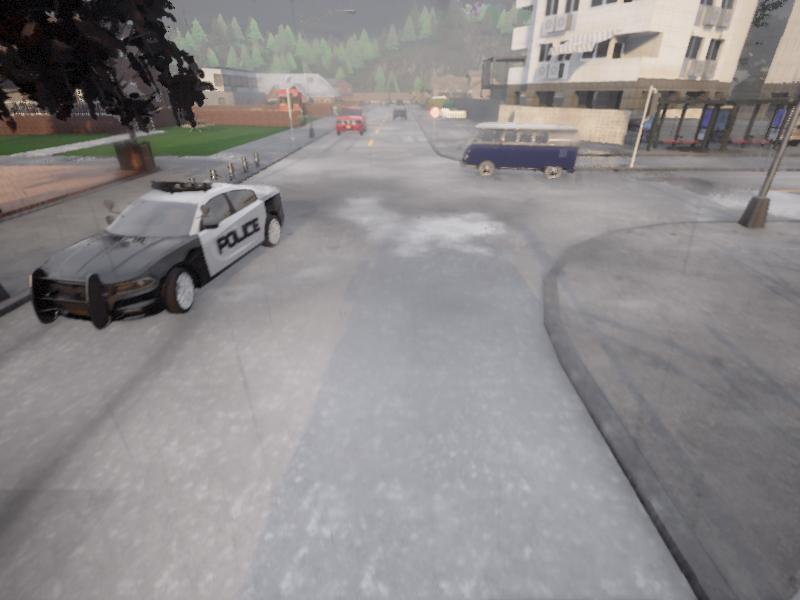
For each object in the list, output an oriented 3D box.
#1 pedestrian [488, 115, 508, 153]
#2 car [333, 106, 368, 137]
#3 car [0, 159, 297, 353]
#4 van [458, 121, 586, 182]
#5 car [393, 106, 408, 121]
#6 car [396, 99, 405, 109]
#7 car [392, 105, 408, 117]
[{"bbox_3d":[5.288,-8.989,21.686,0.751,1.860,0.751,2,27,4],"label":"pedestrian"},{"bbox_3d":[-3.992,-15.007,33.414,2.150,2.045,5.566,0,27,0],"label":"car"},{"bbox_3d":[-3.916,-1.299,7.296,1.930,1.638,5.238,5,28,9],"label":"car"},{"bbox_3d":[4.732,-6.024,16.102,4.442,1.987,1.775,6,28,11],"label":"van"},{"bbox_3d":[0.011,-24.149,51.744,1.837,1.490,4.892,0,27,0],"label":"car"},{"bbox_3d":[0.019,-43.026,87.912,1.905,1.878,3.866,0,27,0],"label":"car"},{"bbox_3d":[0.013,-27.825,58.882,2.163,1.488,4.792,0,27,0],"label":"car"}]
